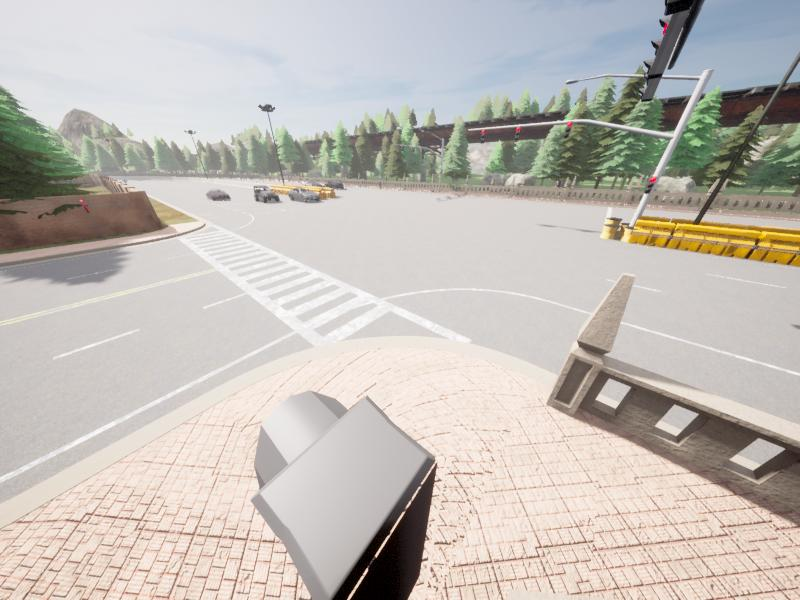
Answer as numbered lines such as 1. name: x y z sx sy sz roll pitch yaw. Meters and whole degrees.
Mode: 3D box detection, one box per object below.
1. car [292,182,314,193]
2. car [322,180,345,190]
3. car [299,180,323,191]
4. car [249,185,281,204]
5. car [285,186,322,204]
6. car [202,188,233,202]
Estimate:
1. car: -17.711 -20.574 42.164 3.806 1.475 1.970 23 37 34
2. car: -13.487 -23.383 47.009 4.892 1.490 1.837 23 37 34
3. car: -17.770 -22.918 46.172 4.974 1.542 2.038 23 37 34
4. car: -17.521 -13.791 30.001 3.866 1.878 1.905 23 37 34
5. car: -12.791 -13.966 30.573 5.027 1.651 2.152 23 37 34
6. car: -25.090 -14.479 31.716 4.181 1.385 1.994 23 37 34
